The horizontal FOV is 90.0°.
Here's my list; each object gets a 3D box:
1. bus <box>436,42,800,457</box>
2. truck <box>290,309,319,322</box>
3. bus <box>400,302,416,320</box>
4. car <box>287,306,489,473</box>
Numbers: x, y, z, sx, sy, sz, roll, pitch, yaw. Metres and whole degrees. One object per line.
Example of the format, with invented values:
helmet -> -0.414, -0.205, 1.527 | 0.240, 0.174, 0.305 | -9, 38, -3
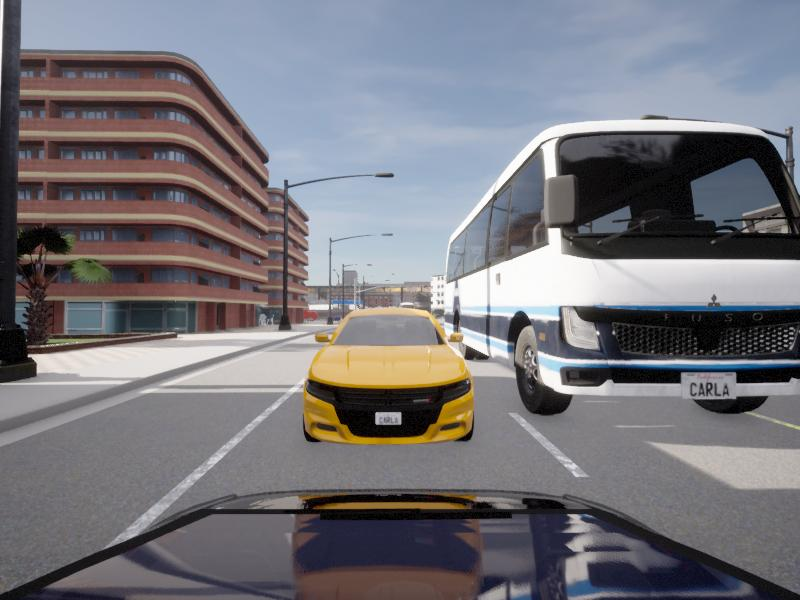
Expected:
bus -> 3.395, -0.452, 9.263 | 3.944, 4.253, 10.273 | 0, -1, -1
truck -> -19.005, 3.118, 79.829 | 5.204, 2.467, 2.627 | 0, -2, -2
bus -> 1.998, 2.863, 104.264 | 3.944, 4.253, 10.273 | 0, -2, -1
car -> -0.160, 0.861, 6.233 | 1.882, 1.535, 5.008 | 0, -1, -1
